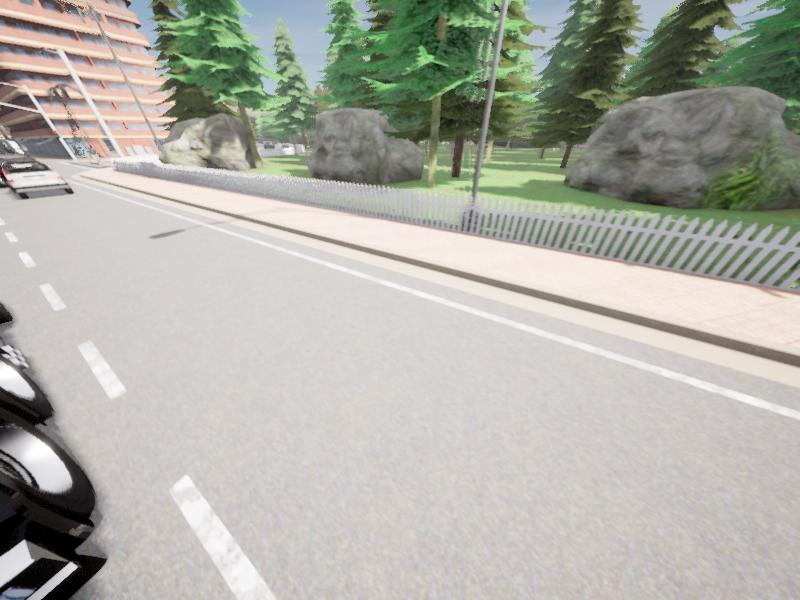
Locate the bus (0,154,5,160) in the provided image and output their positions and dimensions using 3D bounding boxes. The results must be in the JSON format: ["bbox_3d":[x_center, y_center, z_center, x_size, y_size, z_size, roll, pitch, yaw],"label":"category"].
[{"bbox_3d":[-65.324,-23.536,34.664,10.273,4.253,3.944,19,39,26],"label":"bus"}]

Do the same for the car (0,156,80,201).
[{"bbox_3d":[-19.065,-6.375,11.923,3.988,1.617,1.851,19,39,26],"label":"car"}]

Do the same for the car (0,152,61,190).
[{"bbox_3d":[-24.370,-8.270,14.636,4.611,1.667,2.242,19,39,26],"label":"car"}]

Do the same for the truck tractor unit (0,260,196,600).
[{"bbox_3d":[-5.104,-0.307,0.789,6.516,4.208,3.053,19,39,24],"label":"truck tractor unit"}]

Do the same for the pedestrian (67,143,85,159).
[{"bbox_3d":[-47.832,-22.007,34.100,0.751,1.860,0.751,29,44,35],"label":"pedestrian"}]
